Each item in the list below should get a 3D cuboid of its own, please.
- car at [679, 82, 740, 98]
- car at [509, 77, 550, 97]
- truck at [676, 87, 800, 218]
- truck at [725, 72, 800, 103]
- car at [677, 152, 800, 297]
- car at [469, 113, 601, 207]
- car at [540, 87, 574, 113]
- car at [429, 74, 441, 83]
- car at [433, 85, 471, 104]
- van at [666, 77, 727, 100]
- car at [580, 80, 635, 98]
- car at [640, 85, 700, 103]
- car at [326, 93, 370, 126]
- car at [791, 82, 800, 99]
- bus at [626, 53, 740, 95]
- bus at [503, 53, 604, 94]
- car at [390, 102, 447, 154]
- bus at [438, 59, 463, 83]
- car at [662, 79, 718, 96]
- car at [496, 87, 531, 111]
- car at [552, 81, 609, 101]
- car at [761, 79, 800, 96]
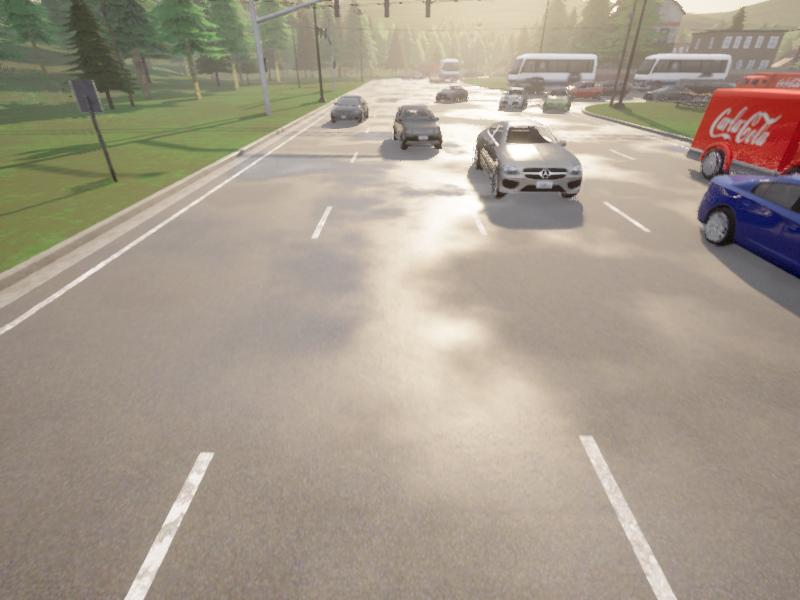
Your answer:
[{"bbox_3d":[34.307,-23.394,44.471,4.792,1.488,2.163,0,30,0],"label":"car"},{"bbox_3d":[14.801,-24.462,45.873,3.866,1.878,1.905,-10,32,-18],"label":"car"},{"bbox_3d":[10.543,-4.092,10.537,2.627,2.467,5.204,0,30,0],"label":"truck"},{"bbox_3d":[35.040,-20.284,38.185,5.204,2.467,2.627,0,30,0],"label":"truck"},{"bbox_3d":[7.008,-1.029,6.227,1.882,1.535,5.008,0,30,0],"label":"car"},{"bbox_3d":[3.536,-4.316,11.752,2.152,1.651,5.027,0,30,0],"label":"car"},{"bbox_3d":[12.320,-15.673,31.233,2.007,1.525,4.514,11,32,18],"label":"car"},{"bbox_3d":[7.028,-44.826,80.922,1.801,1.575,5.366,0,30,0],"label":"car"},{"bbox_3d":[5.030,-19.861,38.530,1.994,1.385,4.181,17,35,27],"label":"car"},{"bbox_3d":[30.511,-21.830,41.301,4.442,1.987,1.775,0,30,0],"label":"van"},{"bbox_3d":[22.859,-23.358,44.210,4.611,1.667,2.242,-2,30,-2],"label":"car"},{"bbox_3d":[25.840,-19.761,38.376,4.181,1.385,1.994,-1,30,-2],"label":"car"},{"bbox_3d":[-3.083,-11.913,24.886,1.812,1.442,4.674,2,30,3],"label":"car"},{"bbox_3d":[44.315,-21.666,41.501,4.902,1.511,2.128,0,30,0],"label":"car"},{"bbox_3d":[34.886,-28.138,49.832,10.273,4.253,3.944,0,30,-1],"label":"bus"},{"bbox_3d":[18.579,-27.804,49.248,10.273,4.253,3.944,-3,30,-5],"label":"bus"},{"bbox_3d":[0.689,-7.527,17.282,1.789,1.549,3.705,-4,31,-7],"label":"car"},{"bbox_3d":[10.651,-49.372,86.037,3.944,4.253,10.273,0,31,0],"label":"bus"},{"bbox_3d":[34.235,-25.230,47.417,4.611,1.667,2.242,0,30,0],"label":"car"},{"bbox_3d":[9.192,-16.266,32.291,1.970,1.475,3.806,11,32,19],"label":"car"},{"bbox_3d":[18.261,-21.275,40.653,4.611,1.667,2.242,-6,31,-10],"label":"car"},{"bbox_3d":[46.716,-25.327,47.638,5.027,1.651,2.152,-1,30,-1],"label":"car"}]
